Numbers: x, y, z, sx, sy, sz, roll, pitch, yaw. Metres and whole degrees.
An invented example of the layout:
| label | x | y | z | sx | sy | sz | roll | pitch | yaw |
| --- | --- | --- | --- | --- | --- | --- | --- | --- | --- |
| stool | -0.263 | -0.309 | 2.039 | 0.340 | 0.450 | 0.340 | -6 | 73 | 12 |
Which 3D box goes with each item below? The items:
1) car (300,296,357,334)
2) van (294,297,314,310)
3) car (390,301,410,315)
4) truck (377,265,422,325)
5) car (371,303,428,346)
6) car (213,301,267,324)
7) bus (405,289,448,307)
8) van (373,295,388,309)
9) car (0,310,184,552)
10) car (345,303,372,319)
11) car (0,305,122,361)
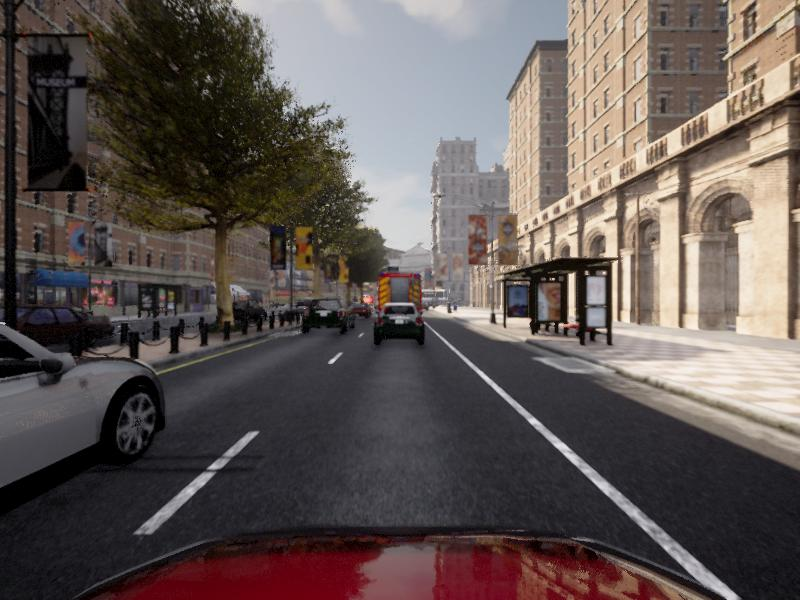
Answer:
| label | x | y | z | sx | sy | sz | roll | pitch | yaw |
| --- | --- | --- | --- | --- | --- | --- | --- | --- | --- |
| car | -3.521 | 0.689 | 20.564 | 2.097 | 1.767 | 4.553 | 0 | 0 | 0 |
| van | -15.043 | 0.561 | 62.658 | 2.069 | 2.038 | 4.480 | 0 | 0 | 0 |
| car | -0.030 | 0.825 | 44.823 | 2.128 | 1.511 | 4.902 | 0 | 0 | 0 |
| truck | -0.014 | -0.327 | 29.836 | 2.891 | 3.827 | 8.468 | 0 | 0 | 0 |
| car | -0.023 | 0.850 | 15.804 | 1.970 | 1.475 | 3.806 | 0 | 0 | 0 |
| car | -11.518 | 0.816 | 29.201 | 1.882 | 1.535 | 5.008 | 0 | 0 | 0 |
| bus | 6.629 | -0.548 | 100.494 | 10.273 | 4.253 | 3.944 | 0 | 2 | 17 |
| van | -3.585 | 0.361 | 75.245 | 2.351 | 2.431 | 6.366 | 0 | 0 | 1 |
| car | -3.506 | 0.853 | 2.772 | 1.970 | 1.475 | 3.806 | 0 | 0 | 0 |
| car | -3.525 | 0.936 | 34.985 | 1.895 | 1.301 | 4.718 | 0 | 0 | 0 |
| car | -11.500 | 0.892 | 12.386 | 2.033 | 1.411 | 5.357 | 0 | 0 | 0 |
